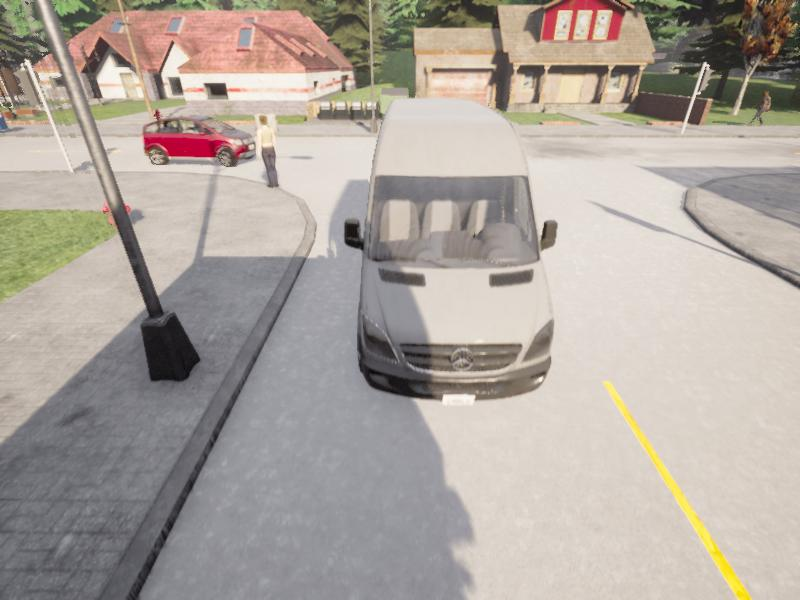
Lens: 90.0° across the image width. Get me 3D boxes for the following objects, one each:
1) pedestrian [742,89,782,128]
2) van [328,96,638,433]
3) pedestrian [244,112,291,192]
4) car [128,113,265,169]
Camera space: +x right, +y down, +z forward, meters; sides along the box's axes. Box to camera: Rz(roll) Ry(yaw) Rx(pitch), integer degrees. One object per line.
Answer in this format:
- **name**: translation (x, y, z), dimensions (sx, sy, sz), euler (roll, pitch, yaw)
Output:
- **pedestrian**: translation (19.810, -10.501, 21.948), dimensions (0.751, 1.860, 0.751), euler (1, 30, 1)
- **van**: translation (0.561, -1.317, 5.773), dimensions (1.988, 2.561, 5.915), euler (0, 30, 0)
- **pedestrian**: translation (-3.543, -3.975, 10.751), dimensions (0.751, 1.860, 0.751), euler (-17, 34, -27)
- **car**: translation (-7.102, -5.711, 14.282), dimensions (3.705, 1.549, 1.789), euler (3, 30, 5)
